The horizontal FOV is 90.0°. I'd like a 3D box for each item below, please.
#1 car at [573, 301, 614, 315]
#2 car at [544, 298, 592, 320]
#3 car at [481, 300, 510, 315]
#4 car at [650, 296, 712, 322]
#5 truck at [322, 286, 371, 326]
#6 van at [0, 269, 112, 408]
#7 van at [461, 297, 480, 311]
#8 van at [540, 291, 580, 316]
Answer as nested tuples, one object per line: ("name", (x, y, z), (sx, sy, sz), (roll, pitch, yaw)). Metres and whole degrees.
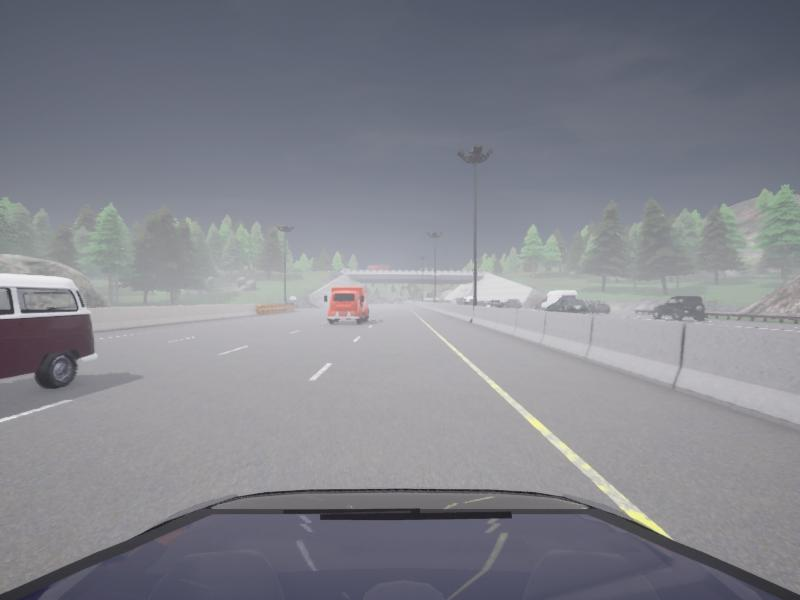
("car", (21.000, 0.827, 43.639), (2.128, 1.511, 4.902), (0, 0, 0))
("car", (14.000, 0.687, 33.638), (2.097, 1.767, 4.553), (0, 0, 0))
("car", (10.501, 0.822, 44.477), (2.038, 1.542, 4.974), (0, 0, 0))
("car", (21.001, 0.640, 30.085), (1.905, 1.878, 3.866), (0, 0, 0))
("truck", (-3.500, 0.351, 27.185), (2.627, 2.467, 5.204), (0, 0, 0))
("van", (-6.909, 0.570, 5.891), (2.069, 2.038, 4.480), (0, 0, 1))
("van", (10.499, 0.559, 59.623), (2.069, 2.038, 4.480), (0, 0, 0))
("van", (17.505, 0.313, 44.177), (1.988, 2.561, 5.915), (0, 0, 0))
